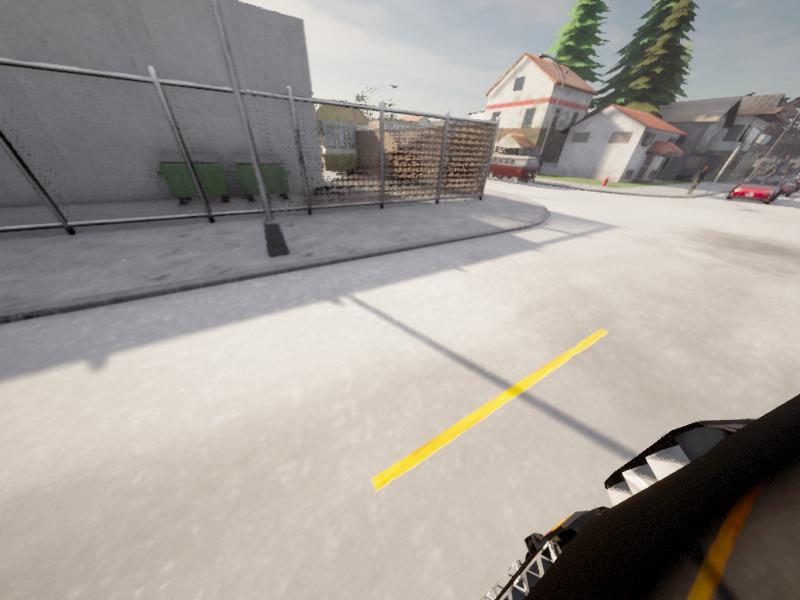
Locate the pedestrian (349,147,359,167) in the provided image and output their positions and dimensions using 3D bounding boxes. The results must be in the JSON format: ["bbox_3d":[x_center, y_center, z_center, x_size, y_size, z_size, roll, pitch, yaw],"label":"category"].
[{"bbox_3d":[-5.224,-16.178,26.108,0.751,1.860,0.751,-19,39,-29],"label":"pedestrian"}]

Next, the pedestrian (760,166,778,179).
[{"bbox_3d":[64.871,-22.401,40.647,0.751,1.860,0.751,-13,37,-22],"label":"pedestrian"}]

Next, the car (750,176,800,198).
[{"bbox_3d":[33.203,-9.992,20.255,4.181,1.385,1.994,-17,38,-27],"label":"car"}]

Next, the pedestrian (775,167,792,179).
[{"bbox_3d":[71.886,-23.844,43.342,0.751,1.860,0.751,-16,38,-26],"label":"pedestrian"}]

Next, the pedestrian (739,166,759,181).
[{"bbox_3d":[49.102,-17.788,32.521,0.751,1.860,0.751,-17,38,-28],"label":"pedestrian"}]

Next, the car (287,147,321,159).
[{"bbox_3d":[-16.092,-24.758,38.829,4.902,1.511,2.128,-15,37,-25],"label":"car"}]

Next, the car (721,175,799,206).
[{"bbox_3d":[24.937,-7.682,16.016,4.514,1.525,2.007,-16,38,-26],"label":"car"}]

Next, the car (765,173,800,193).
[{"bbox_3d":[39.177,-11.768,23.229,3.633,1.501,1.845,-16,38,-26],"label":"car"}]

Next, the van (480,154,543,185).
[{"bbox_3d":[9.542,-11.505,20.249,1.775,1.987,4.442,-17,38,-27],"label":"van"}]

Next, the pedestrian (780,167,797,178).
[{"bbox_3d":[81.840,-26.930,48.720,0.751,1.860,0.751,1,34,-3],"label":"pedestrian"}]

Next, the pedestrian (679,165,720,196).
[{"bbox_3d":[21.384,-8.568,16.559,0.751,1.860,0.751,12,35,13],"label":"pedestrian"}]

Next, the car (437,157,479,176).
[{"bbox_3d":[6.176,-14.562,25.084,1.816,1.474,4.193,-16,38,-26],"label":"car"}]

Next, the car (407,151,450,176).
[{"bbox_3d":[2.735,-13.880,23.435,1.932,1.855,4.605,-15,37,-24],"label":"car"}]
